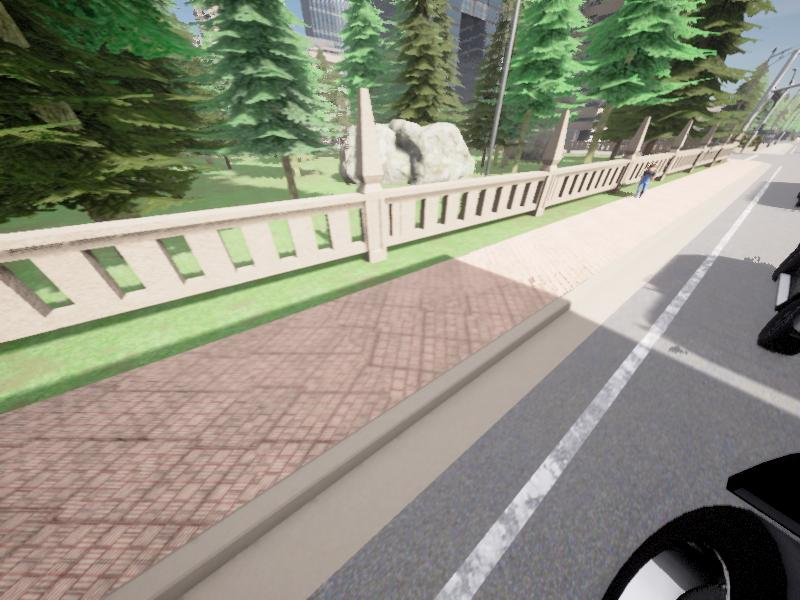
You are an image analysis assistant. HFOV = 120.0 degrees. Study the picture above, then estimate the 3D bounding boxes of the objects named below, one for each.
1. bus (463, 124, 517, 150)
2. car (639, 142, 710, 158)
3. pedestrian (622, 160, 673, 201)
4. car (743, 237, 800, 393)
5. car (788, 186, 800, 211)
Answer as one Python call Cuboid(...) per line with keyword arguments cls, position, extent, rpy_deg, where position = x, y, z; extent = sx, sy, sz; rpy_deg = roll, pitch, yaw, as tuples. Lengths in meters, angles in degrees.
Cuboid(cls="bus", position=(19.657, -36.248, 51.414), extent=(3.944, 4.253, 10.273), rpy_deg=(-22, 41, -28))
Cuboid(cls="car", position=(34.626, -19.147, 29.369), extent=(1.801, 1.575, 5.366), rpy_deg=(-20, 40, -26))
Cuboid(cls="pedestrian", position=(9.685, -4.715, 9.070), extent=(0.751, 1.300, 0.751), rpy_deg=(-22, 41, -28))
Cuboid(cls="car", position=(6.475, -0.271, 2.603), extent=(4.605, 1.855, 1.932), rpy_deg=(-23, 41, -28))
Cuboid(cls="car", position=(16.302, -4.140, 8.301), extent=(3.633, 1.501, 1.845), rpy_deg=(-22, 41, -28))
